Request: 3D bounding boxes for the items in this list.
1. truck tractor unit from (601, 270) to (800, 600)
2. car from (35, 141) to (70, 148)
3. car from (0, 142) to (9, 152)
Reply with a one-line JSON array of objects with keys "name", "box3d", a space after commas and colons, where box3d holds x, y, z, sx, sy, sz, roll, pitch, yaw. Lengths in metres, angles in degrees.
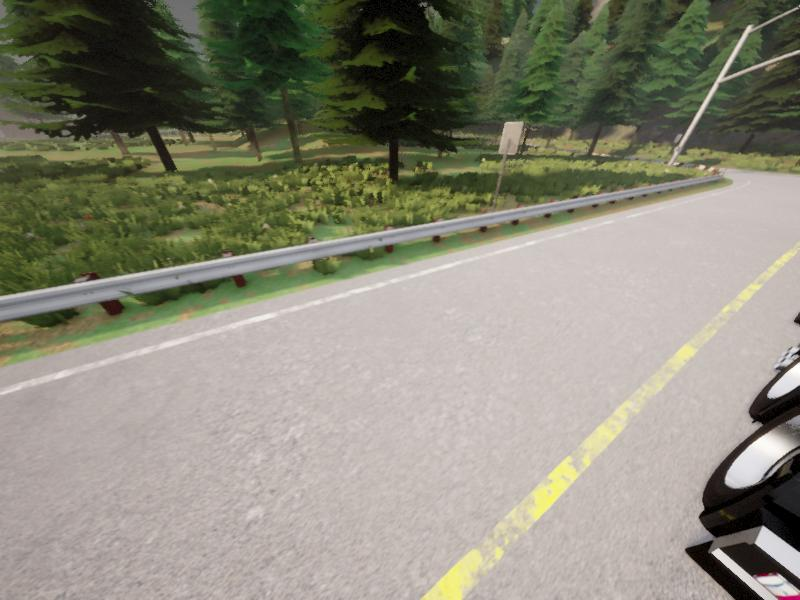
[{"name": "truck tractor unit", "box3d": [5.125, -0.285, 0.780, 6.516, 4.208, 3.053, -18, 38, -24]}, {"name": "car", "box3d": [-90.515, -40.556, 60.298, 2.007, 1.525, 4.514, 15, 37, 20]}, {"name": "car", "box3d": [-73.833, -27.249, 41.281, 1.837, 1.490, 4.892, -18, 39, -24]}]
